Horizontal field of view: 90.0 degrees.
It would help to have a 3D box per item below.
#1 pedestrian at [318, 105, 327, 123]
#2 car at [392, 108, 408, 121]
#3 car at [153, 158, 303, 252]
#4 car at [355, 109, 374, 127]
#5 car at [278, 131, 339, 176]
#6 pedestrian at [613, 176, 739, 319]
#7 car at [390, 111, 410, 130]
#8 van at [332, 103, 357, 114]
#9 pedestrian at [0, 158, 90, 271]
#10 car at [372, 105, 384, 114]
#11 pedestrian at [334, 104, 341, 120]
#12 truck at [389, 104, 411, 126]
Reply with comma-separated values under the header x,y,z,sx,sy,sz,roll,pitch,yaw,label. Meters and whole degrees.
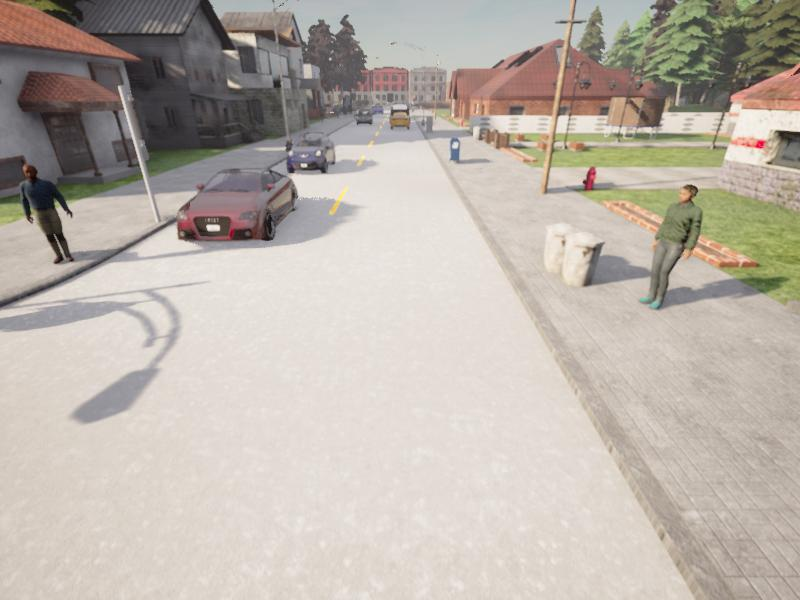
x,y,z,sx,sy,sz,roll,pitch,yaw,label
-9.214,-22.133,47.635,0.751,1.860,0.751,-1,27,-1,pedestrian
-0.006,-25.308,54.508,2.128,1.511,4.902,0,27,0,car
-3.998,-2.608,10.262,1.994,1.385,4.181,0,27,0,car
-3.998,-20.721,45.431,1.851,1.617,3.988,0,27,0,car
-3.997,-6.721,18.132,1.845,1.501,3.633,0,27,0,car
3.920,-0.761,5.828,0.751,1.860,0.751,-7,28,-13,pedestrian
0.005,-18.400,40.967,1.882,1.535,5.008,0,27,0,car
-10.644,-37.009,77.357,4.442,1.987,1.775,0,27,0,van
-6.621,-1.605,7.483,0.751,1.860,0.751,-14,30,-26,pedestrian
-3.982,-35.073,73.593,2.007,1.525,4.514,0,27,0,car
-8.466,-25.493,54.207,0.751,1.860,0.751,2,27,3,pedestrian
0.002,-22.048,47.487,2.390,2.098,6.274,0,27,0,truck
